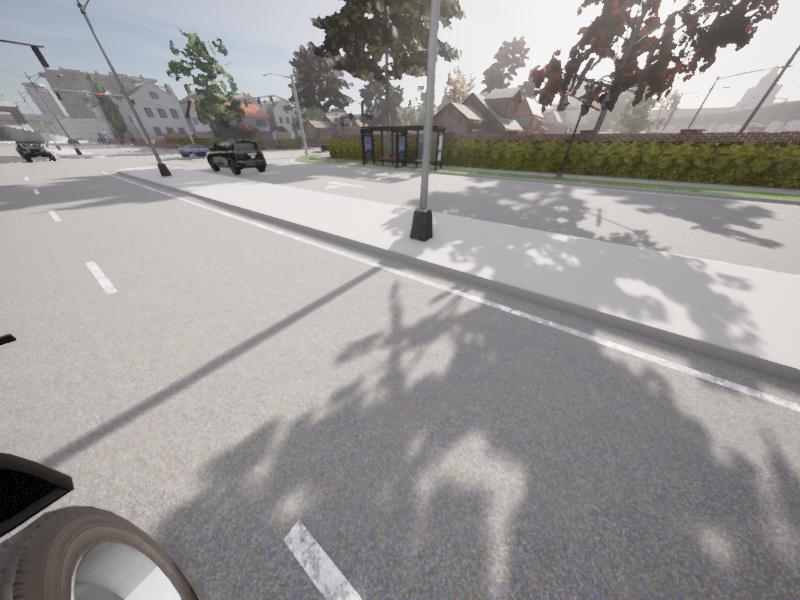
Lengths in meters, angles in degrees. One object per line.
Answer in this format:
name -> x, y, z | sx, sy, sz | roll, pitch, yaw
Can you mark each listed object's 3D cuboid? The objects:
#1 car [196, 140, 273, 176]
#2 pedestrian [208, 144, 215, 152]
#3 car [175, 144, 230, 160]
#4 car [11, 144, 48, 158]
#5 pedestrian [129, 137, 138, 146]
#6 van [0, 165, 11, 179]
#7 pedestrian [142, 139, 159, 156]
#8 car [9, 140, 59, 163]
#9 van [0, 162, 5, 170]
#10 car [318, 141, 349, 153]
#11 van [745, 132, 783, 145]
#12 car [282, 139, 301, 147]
car -> -12.444, -10.810, 17.402 | 5.566, 2.045, 2.150 | 22, 41, 28
pedestrian -> -31.436, -25.389, 38.504 | 0.500, 1.100, 0.500 | -10, 36, -14
car -> -24.293, -18.383, 28.565 | 4.792, 1.488, 2.163 | -28, 44, -34
car -> -47.084, -18.920, 29.334 | 4.718, 1.301, 1.895 | 22, 41, 28
pedestrian -> -67.180, -39.948, 58.259 | 0.751, 1.860, 0.751 | 23, 41, 28
van -> -27.724, -8.623, 14.198 | 4.480, 2.038, 2.069 | 11, 34, 14
pedestrian -> -34.645, -21.148, 32.050 | 0.751, 1.860, 0.751 | 25, 42, 31
car -> -37.945, -15.461, 23.966 | 3.866, 1.878, 1.905 | 22, 41, 28
van -> -34.552, -11.698, 18.497 | 4.480, 2.038, 2.069 | 23, 41, 27
car -> -11.977, -27.762, 41.827 | 1.930, 1.638, 5.238 | 22, 40, 28
van -> 83.970, -37.419, 53.454 | 2.351, 2.431, 6.366 | 22, 42, 28
car -> -25.689, -37.238, 54.737 | 3.806, 1.475, 1.970 | 22, 41, 28
